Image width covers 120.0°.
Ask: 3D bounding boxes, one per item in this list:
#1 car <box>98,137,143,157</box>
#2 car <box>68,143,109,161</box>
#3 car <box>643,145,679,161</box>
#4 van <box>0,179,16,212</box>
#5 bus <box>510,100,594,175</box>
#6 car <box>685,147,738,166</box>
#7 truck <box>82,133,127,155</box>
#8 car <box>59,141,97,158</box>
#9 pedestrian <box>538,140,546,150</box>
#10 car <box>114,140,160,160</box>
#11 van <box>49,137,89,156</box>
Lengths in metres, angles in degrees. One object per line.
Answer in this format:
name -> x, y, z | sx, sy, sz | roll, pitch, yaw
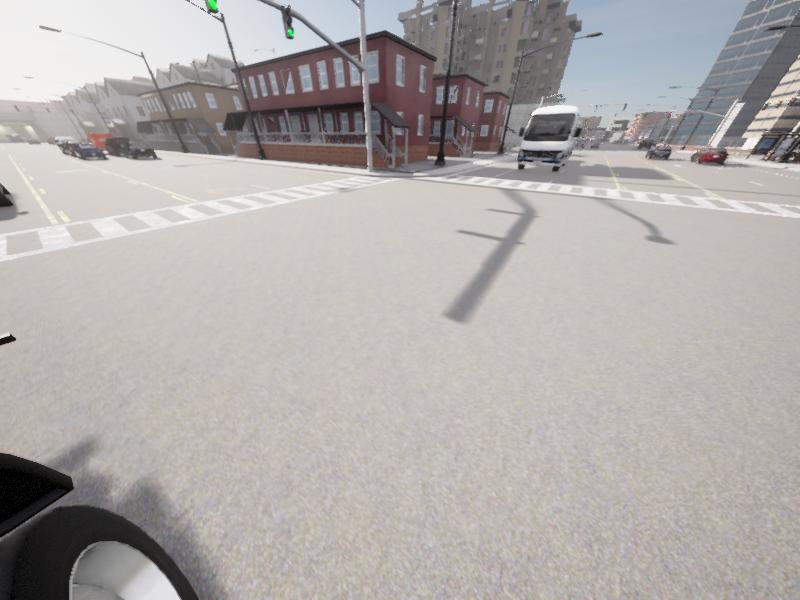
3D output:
car -> -36.403, -19.949, 30.068 | 5.566, 2.045, 2.150 | 22, 41, 28
car -> -35.065, -16.699, 25.997 | 4.674, 1.442, 1.812 | 22, 41, 28
car -> 34.184, -19.440, 30.456 | 2.128, 1.511, 4.902 | 22, 41, 28
van -> -17.133, -4.895, 8.483 | 5.915, 2.561, 1.988 | 22, 41, 28
bus -> 13.676, -14.188, 20.450 | 3.944, 4.253, 10.273 | 22, 41, 28
car -> 34.100, -15.903, 25.469 | 2.163, 1.488, 4.792 | 23, 41, 28
truck -> -42.898, -22.705, 33.548 | 5.204, 2.467, 2.627 | 23, 41, 29
car -> -40.676, -19.066, 29.159 | 3.988, 1.617, 1.851 | 22, 41, 28
pedestrian -> 31.987, -34.944, 52.048 | 0.751, 1.860, 0.751 | 26, 42, 31
car -> -30.470, -17.436, 26.780 | 4.553, 1.767, 2.097 | 22, 41, 28
van -> -45.706, -21.298, 31.900 | 4.480, 2.038, 2.069 | 22, 41, 28
